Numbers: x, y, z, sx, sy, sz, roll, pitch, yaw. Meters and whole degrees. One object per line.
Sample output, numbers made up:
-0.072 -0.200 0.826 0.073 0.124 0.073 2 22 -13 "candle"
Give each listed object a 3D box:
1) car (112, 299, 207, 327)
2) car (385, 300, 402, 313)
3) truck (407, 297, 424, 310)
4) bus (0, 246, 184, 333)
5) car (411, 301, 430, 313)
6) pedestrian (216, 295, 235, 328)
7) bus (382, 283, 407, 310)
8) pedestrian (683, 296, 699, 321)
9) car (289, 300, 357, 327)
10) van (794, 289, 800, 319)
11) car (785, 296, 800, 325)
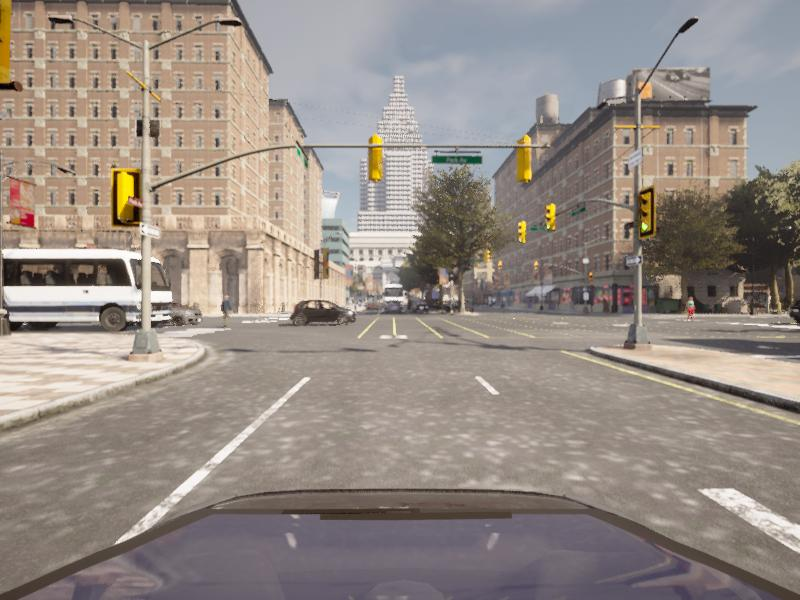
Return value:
-14.894 0.767 25.030 4.611 1.667 2.242 0 0 -3 "car"
-0.808 0.800 51.183 2.033 1.649 4.856 0 0 -1 "car"
2.464 0.571 66.057 2.390 2.098 6.274 0 0 -1 "truck"
-17.791 -0.523 21.467 10.273 4.253 3.944 0 0 -1 "bus"
2.676 0.859 52.402 2.128 1.511 4.902 0 0 -1 "car"
-9.930 0.647 22.797 0.751 1.860 0.751 0 0 7 "pedestrian"
-0.946 -0.504 68.689 3.944 4.253 10.273 0 0 -1 "bus"
22.419 0.650 30.831 0.751 1.860 0.751 0 0 7 "pedestrian"
-4.796 0.800 25.220 3.988 1.617 1.851 0 0 -3 "car"
36.381 0.336 33.001 5.915 2.561 1.988 0 0 -2 "van"
28.183 0.664 25.902 4.605 1.855 1.932 0 0 0 "car"
